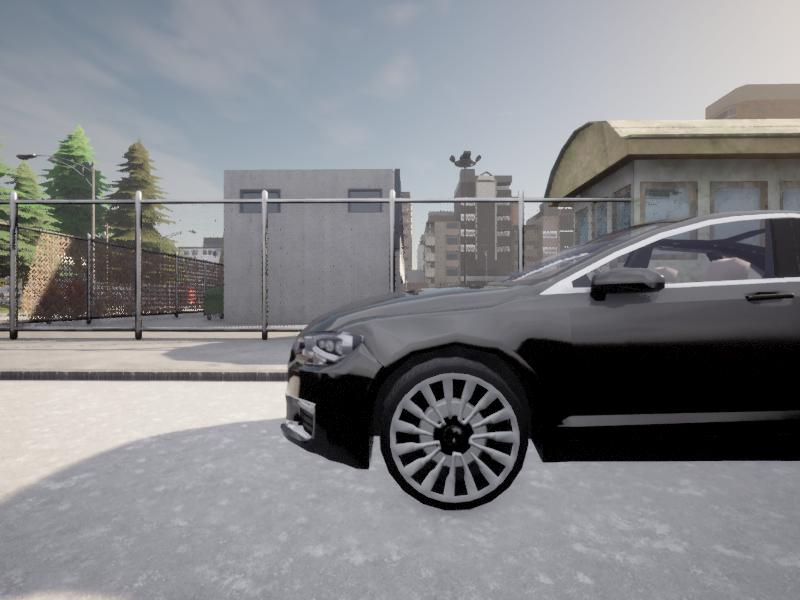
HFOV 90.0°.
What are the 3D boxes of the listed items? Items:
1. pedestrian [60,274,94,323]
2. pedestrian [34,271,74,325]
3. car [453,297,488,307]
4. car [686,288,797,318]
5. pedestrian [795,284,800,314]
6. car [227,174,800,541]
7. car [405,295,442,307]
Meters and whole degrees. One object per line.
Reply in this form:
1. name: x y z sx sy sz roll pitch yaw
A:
1. pedestrian: -12.590 -0.075 15.603 0.751 1.860 0.751 0 0 -6
2. pedestrian: -12.188 -0.075 14.120 0.751 1.860 0.751 0 0 0
3. car: 9.808 0.270 56.091 4.674 1.442 1.812 0 0 1
4. car: 17.629 0.159 20.794 4.193 1.474 1.816 0 0 1
5. pedestrian: 24.628 -0.067 24.234 0.751 1.860 0.751 0 0 17
6. car: 1.742 0.236 2.706 4.902 1.511 2.128 0 0 1
7. car: 3.273 0.171 56.275 5.238 1.638 1.930 0 0 2
